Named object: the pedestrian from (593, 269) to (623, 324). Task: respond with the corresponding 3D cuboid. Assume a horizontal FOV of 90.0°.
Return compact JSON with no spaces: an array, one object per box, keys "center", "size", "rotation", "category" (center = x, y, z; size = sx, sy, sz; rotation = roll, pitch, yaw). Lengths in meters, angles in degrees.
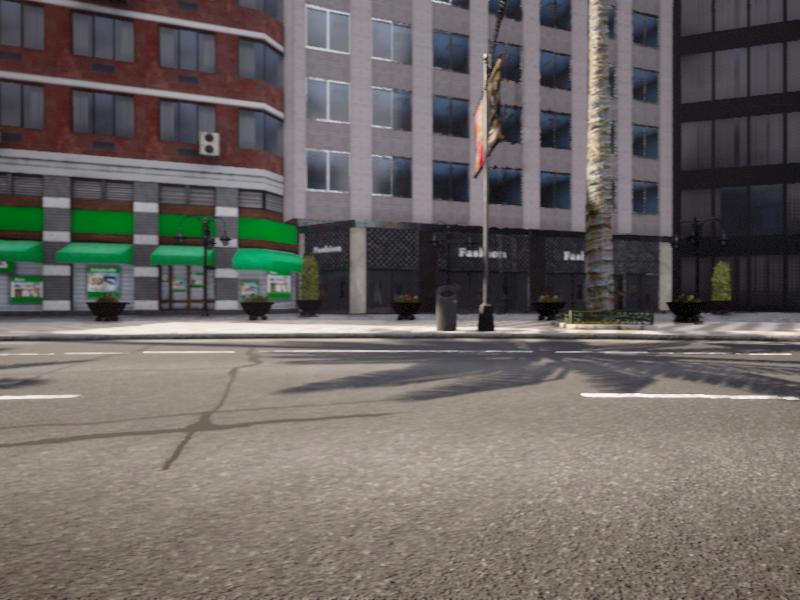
[{"center":[7.290,-0.124,14.035],"size":[0.751,1.860,0.751],"rotation":[0,0,10],"category":"pedestrian"}]
